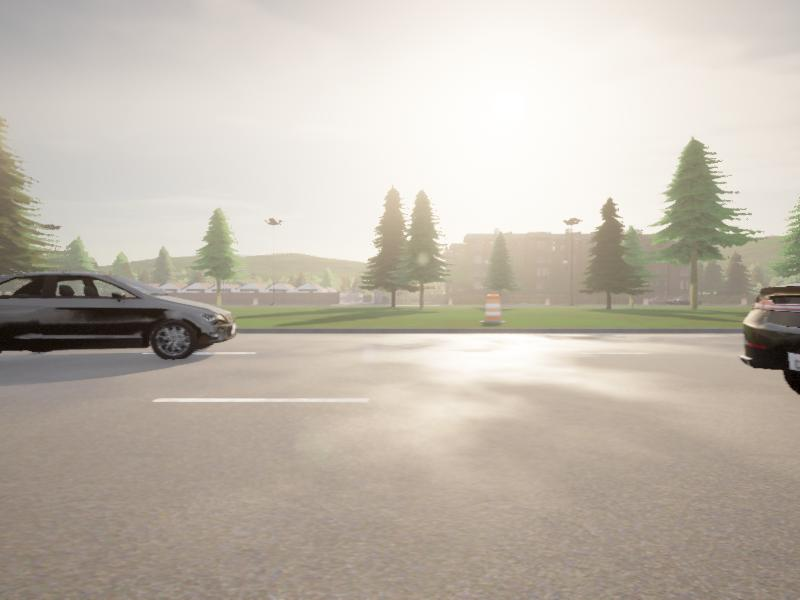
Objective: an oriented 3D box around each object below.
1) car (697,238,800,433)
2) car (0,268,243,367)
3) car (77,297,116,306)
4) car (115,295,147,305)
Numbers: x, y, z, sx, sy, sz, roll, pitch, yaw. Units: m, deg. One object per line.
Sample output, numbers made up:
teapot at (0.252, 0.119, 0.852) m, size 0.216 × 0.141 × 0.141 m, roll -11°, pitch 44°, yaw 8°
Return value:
car at (5.531, 0.240, 3.116) m, size 4.902 × 1.511 × 2.128 m, roll -1°, pitch 2°, yaw -2°
car at (-5.148, 0.255, 7.033) m, size 4.193 × 1.474 × 1.816 m, roll 0°, pitch 0°, yaw -12°
car at (-51.154, 0.274, 67.424) m, size 4.902 × 1.511 × 2.128 m, roll 0°, pitch 0°, yaw 0°
car at (-49.958, 0.058, 74.421) m, size 4.605 × 1.855 × 1.932 m, roll 0°, pitch 0°, yaw 0°
